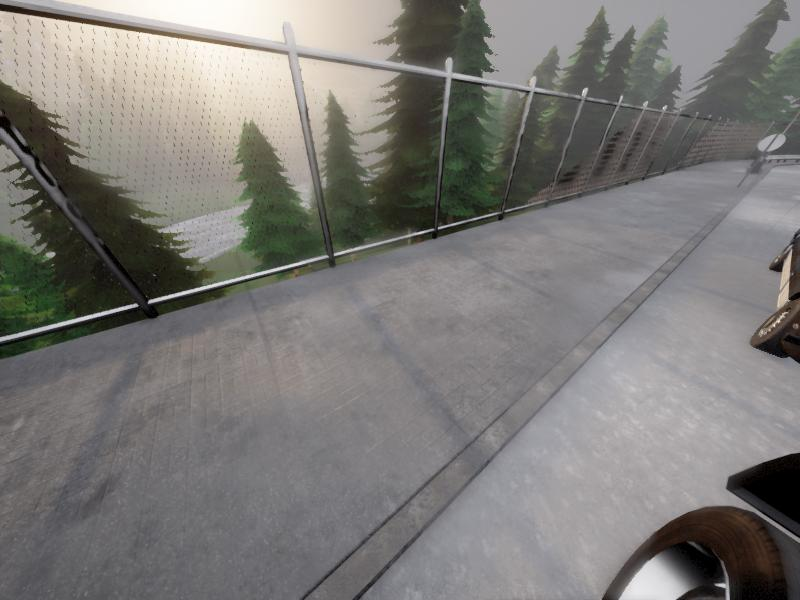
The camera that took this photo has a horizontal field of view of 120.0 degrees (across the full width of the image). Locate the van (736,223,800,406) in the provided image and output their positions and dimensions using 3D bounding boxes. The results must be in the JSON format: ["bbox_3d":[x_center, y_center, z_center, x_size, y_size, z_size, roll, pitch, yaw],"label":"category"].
[{"bbox_3d":[6.825,-0.675,2.632,5.915,2.561,1.988,-22,41,-28],"label":"van"}]
